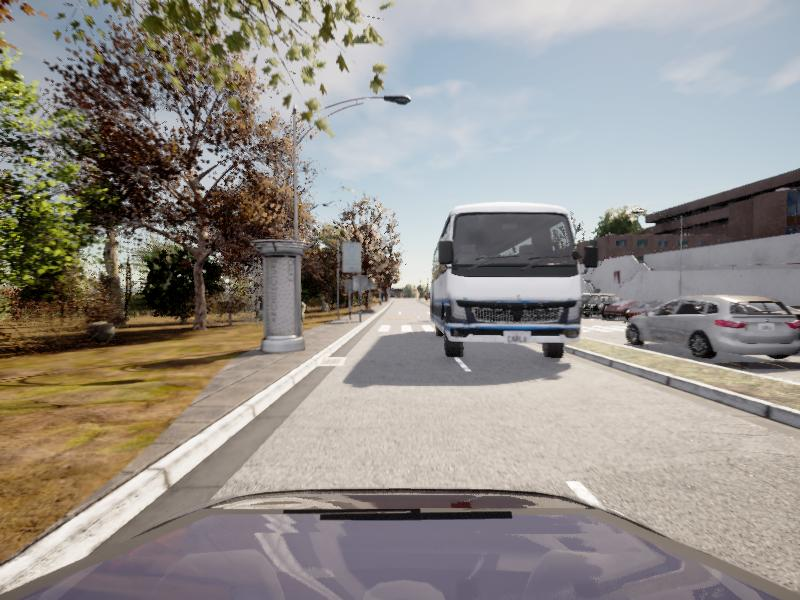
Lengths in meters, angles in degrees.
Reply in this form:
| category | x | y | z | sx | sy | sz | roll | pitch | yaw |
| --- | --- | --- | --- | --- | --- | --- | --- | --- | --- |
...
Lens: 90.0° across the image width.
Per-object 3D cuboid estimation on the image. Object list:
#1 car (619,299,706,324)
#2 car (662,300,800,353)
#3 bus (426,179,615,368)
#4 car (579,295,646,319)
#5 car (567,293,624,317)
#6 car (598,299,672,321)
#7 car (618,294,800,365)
| category | x | y | z | sx | sy | sz | roll | pitch | yaw |
| --- | --- | --- | --- | --- | --- | --- | --- | --- | --- |
| car | 16.821 | 0.725 | 25.670 | 4.792 | 1.488 | 2.163 | 1 | 1 | -20 |
| car | 11.772 | 0.783 | 14.109 | 1.837 | 1.490 | 4.892 | 0 | 0 | 0 |
| bus | 3.050 | -0.596 | 14.221 | 3.944 | 4.253 | 10.273 | 0 | 0 | 2 |
| car | 16.822 | 0.531 | 31.660 | 4.553 | 1.767 | 2.185 | 1 | 0 | -20 |
| car | 16.963 | 0.414 | 34.694 | 4.442 | 1.987 | 1.878 | 1 | 0 | -20 |
| car | 16.844 | 0.716 | 28.689 | 4.674 | 1.452 | 2.002 | 1 | 0 | -20 |
| car | 8.767 | 0.700 | 11.745 | 2.242 | 1.667 | 4.611 | 0 | 0 | 0 |
